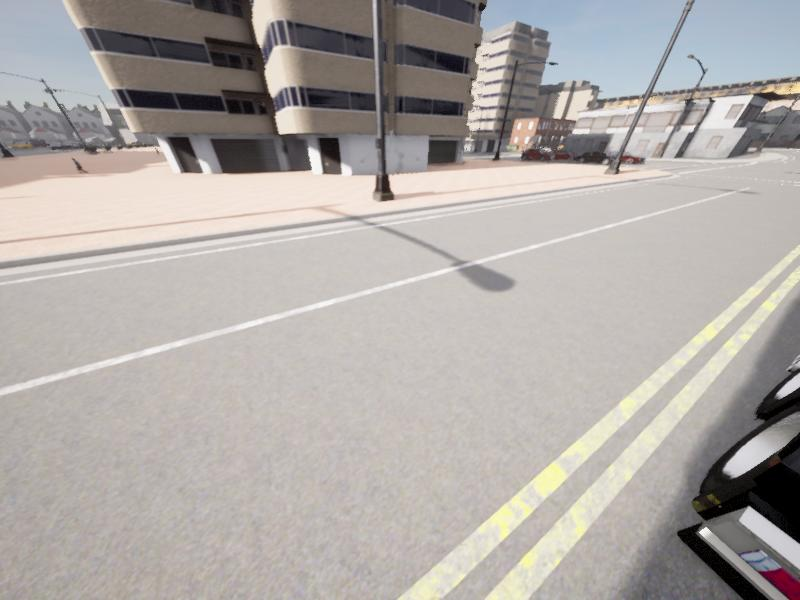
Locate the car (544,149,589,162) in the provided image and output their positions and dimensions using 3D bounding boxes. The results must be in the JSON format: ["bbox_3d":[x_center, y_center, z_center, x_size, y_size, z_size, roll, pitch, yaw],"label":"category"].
[{"bbox_3d":[24.611,-21.595,34.448,2.163,1.488,4.792,-18,38,-24],"label":"car"}]

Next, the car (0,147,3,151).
[{"bbox_3d":[-82.621,-30.602,46.023,1.789,1.549,3.705,-17,38,-23],"label":"car"}]

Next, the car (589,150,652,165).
[{"bbox_3d":[27.996,-18.264,29.579,2.033,1.411,5.357,-18,38,-24],"label":"car"}]

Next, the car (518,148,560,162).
[{"bbox_3d":[20.539,-21.677,34.469,2.033,1.649,4.856,-18,38,-24],"label":"car"}]

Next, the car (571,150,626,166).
[{"bbox_3d":[24.505,-17.751,28.784,1.812,1.442,4.674,-18,38,-24],"label":"car"}]

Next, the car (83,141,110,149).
[{"bbox_3d":[-79.883,-40.882,60.849,2.038,1.542,4.974,-12,37,-18],"label":"car"}]

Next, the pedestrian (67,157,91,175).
[{"bbox_3d":[-24.340,-10.183,17.531,0.500,1.100,0.500,8,35,11],"label":"pedestrian"}]

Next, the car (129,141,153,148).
[{"bbox_3d":[-79.627,-47.892,71.075,2.007,1.525,4.514,2,35,3],"label":"car"}]

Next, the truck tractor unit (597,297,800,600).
[{"bbox_3d":[5.165,-0.241,0.705,6.516,4.208,3.053,-16,38,-22],"label":"truck tractor unit"}]

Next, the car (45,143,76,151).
[{"bbox_3d":[-73.183,-33.088,49.921,1.895,1.301,4.718,-17,38,-23],"label":"car"}]
